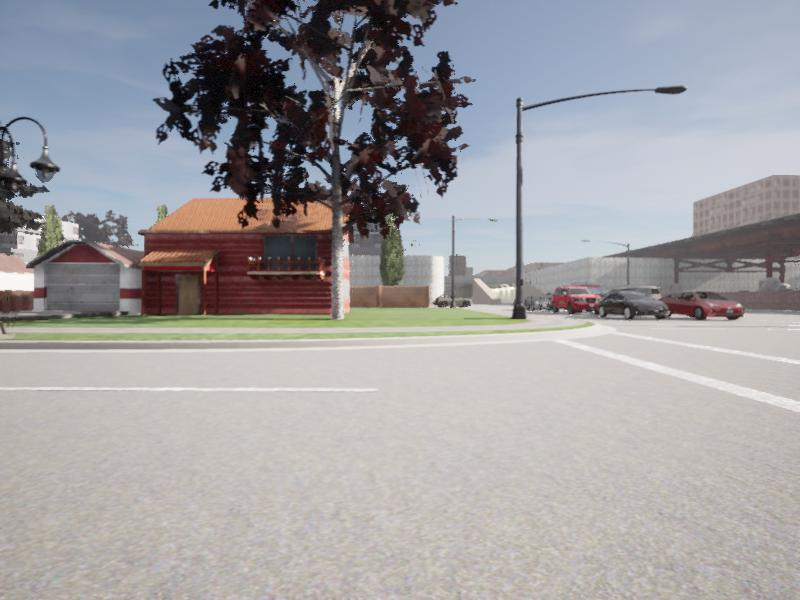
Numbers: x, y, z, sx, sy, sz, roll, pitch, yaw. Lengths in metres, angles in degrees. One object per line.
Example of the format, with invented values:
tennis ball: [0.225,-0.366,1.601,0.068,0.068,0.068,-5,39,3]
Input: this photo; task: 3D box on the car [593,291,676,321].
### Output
car: [12.781,0.281,22.232,1.837,1.490,4.892,0,0,2]

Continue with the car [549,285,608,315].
car: [13.110,0.016,29.861,2.150,2.045,5.566,0,0,3]

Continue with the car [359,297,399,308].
car: [-2.863,0.358,54.749,5.357,1.411,2.033,0,0,2]

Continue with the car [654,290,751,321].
car: [16.272,0.269,21.873,2.007,1.525,4.514,0,0,2]

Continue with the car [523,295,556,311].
car: [13.324,0.313,38.480,1.970,1.475,3.806,0,0,1]

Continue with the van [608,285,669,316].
van: [16.499,0.049,27.970,1.775,1.987,4.442,0,0,2]

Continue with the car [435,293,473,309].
car: [6.868,0.125,50.954,4.605,1.855,1.932,0,0,1]

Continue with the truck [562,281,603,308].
truck: [28.303,-0.807,62.582,2.891,3.827,8.468,0,0,2]

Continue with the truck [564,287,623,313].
truck: [16.865,0.003,35.337,2.390,2.098,6.274,0,0,3]

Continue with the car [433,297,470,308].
car: [6.956,0.312,54.453,4.902,1.511,2.128,0,0,2]
